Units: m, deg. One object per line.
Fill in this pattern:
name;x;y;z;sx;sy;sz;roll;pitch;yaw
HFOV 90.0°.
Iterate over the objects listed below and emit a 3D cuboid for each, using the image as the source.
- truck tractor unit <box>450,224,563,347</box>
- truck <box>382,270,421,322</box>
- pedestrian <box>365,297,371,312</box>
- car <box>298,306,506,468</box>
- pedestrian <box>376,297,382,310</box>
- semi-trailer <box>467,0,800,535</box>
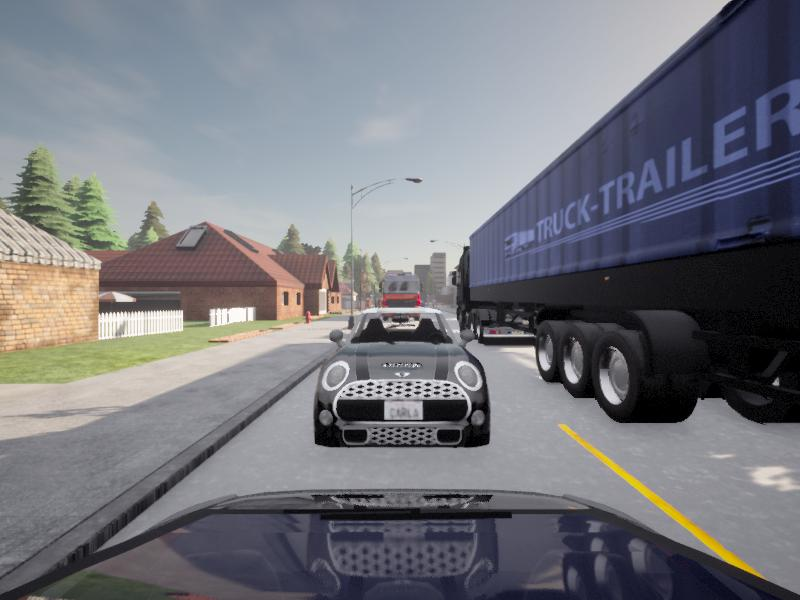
truck tractor unit;4.059;-0.518;16.958;3.053;4.208;6.516;0;0;0
truck;0.108;-0.321;33.570;2.891;3.827;8.468;0;0;0
pedestrian;-4.005;0.533;50.260;0.751;1.860;0.751;0;0;-5
car;0.023;0.853;5.689;1.970;1.475;3.806;0;0;0
pedestrian;-3.153;0.533;60.178;0.751;1.860;0.751;0;0;3
semi-trailer;4.046;-0.618;9.047;2.717;4.402;14.254;0;0;0
